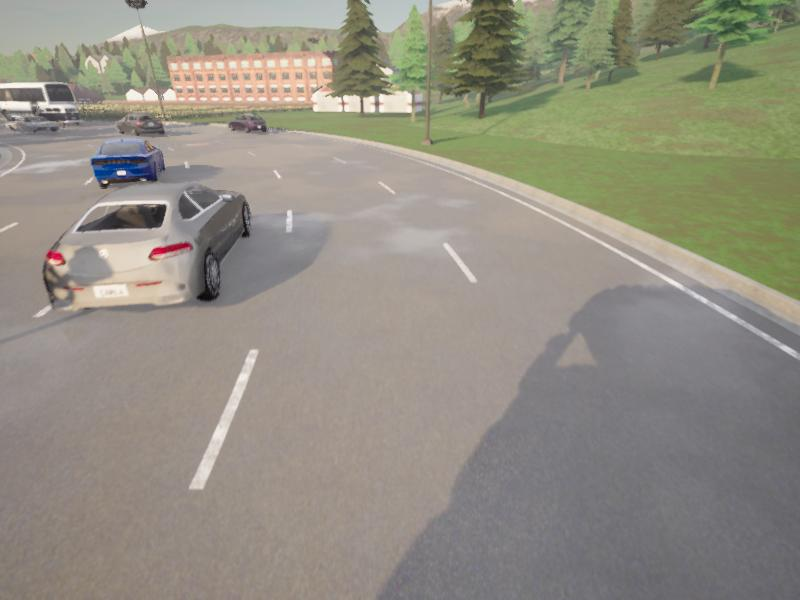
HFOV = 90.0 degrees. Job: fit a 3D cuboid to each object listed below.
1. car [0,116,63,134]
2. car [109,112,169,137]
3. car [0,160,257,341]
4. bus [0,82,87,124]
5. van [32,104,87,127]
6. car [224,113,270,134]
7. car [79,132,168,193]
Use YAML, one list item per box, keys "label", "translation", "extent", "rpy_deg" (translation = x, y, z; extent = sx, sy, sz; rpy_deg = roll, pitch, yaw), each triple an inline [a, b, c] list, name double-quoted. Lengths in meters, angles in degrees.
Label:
- label: "car"
  translation: [-32.518, -15.473, 35.316]
  extent: [4.718, 1.301, 1.895]
  rpy_deg: [11, 29, 20]
- label: "car"
  translation: [-21.578, -14.572, 33.089]
  extent: [4.611, 1.667, 2.242]
  rpy_deg: [19, 32, 32]
- label: "car"
  translation: [-4.319, -1.384, 7.519]
  extent: [2.152, 1.651, 5.027]
  rpy_deg: [-4, 28, -8]
- label: "bus"
  translation: [-44.238, -23.870, 48.409]
  extent: [10.273, 4.253, 3.944]
  rpy_deg: [9, 29, 18]
- label: "van"
  translation: [-36.793, -19.971, 43.235]
  extent: [4.480, 2.038, 2.069]
  rpy_deg: [10, 29, 19]
- label: "car"
  translation: [-13.378, -15.423, 34.891]
  extent: [4.193, 1.474, 1.816]
  rpy_deg: [23, 35, 37]
- label: "car"
  translation: [-10.583, -5.558, 15.727]
  extent: [1.882, 1.535, 5.008]
  rpy_deg: [-11, 29, -21]
